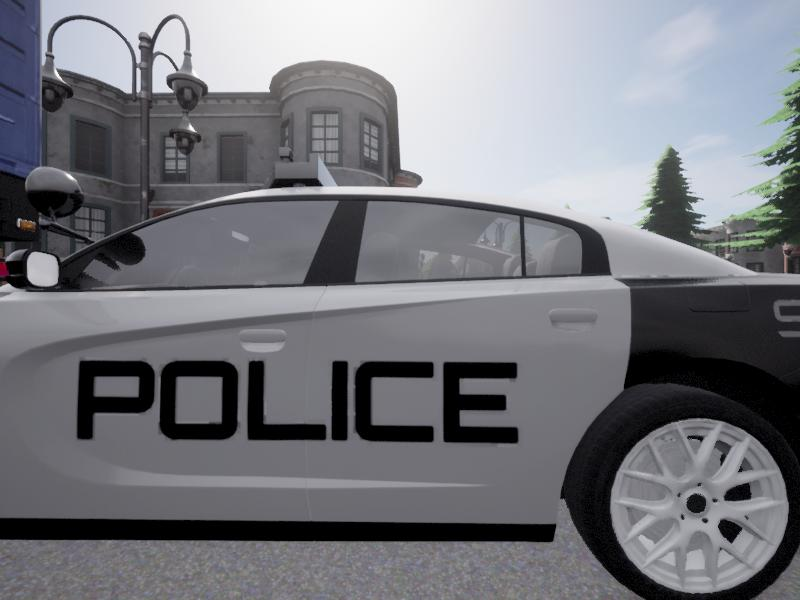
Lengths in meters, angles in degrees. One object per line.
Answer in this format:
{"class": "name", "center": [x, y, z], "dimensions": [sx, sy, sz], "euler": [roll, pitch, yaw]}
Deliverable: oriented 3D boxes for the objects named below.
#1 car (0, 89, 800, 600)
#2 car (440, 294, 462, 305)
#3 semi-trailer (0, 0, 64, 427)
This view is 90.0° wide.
{"class": "car", "center": [-0.593, 0.180, 2.208], "dimensions": [5.238, 1.638, 1.930], "euler": [0, 0, 1]}
{"class": "car", "center": [9.424, -0.067, 74.295], "dimensions": [2.150, 2.045, 5.566], "euler": [0, 0, -15]}
{"class": "semi-trailer", "center": [-10.202, -1.218, 2.399], "dimensions": [14.254, 4.402, 2.717], "euler": [0, 0, 1]}
